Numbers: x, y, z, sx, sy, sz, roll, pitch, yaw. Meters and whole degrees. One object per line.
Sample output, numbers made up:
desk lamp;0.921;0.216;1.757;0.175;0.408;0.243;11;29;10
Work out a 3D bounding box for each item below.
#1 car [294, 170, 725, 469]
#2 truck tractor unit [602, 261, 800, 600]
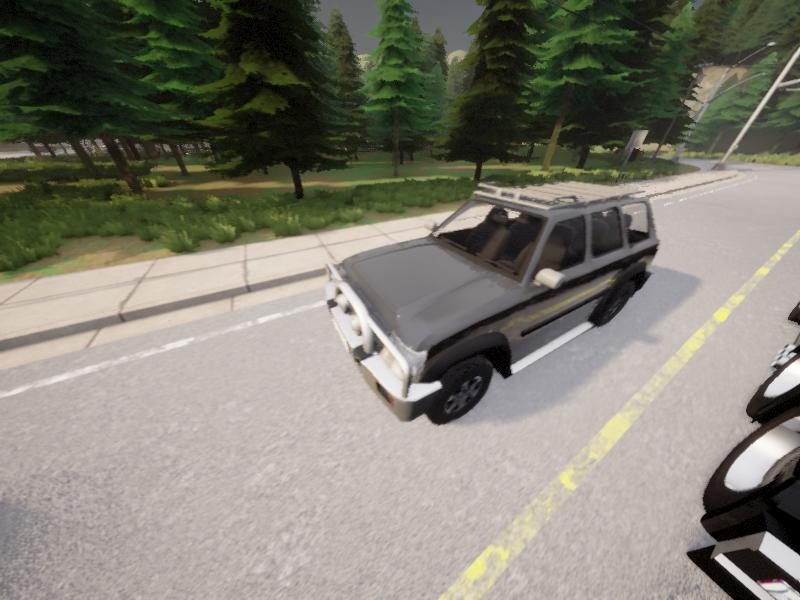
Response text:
car;1.438;-0.466;3.043;4.605;1.855;1.932;-18;39;-25
truck tractor unit;5.106;-0.306;0.788;6.516;4.208;3.053;-18;39;-24
